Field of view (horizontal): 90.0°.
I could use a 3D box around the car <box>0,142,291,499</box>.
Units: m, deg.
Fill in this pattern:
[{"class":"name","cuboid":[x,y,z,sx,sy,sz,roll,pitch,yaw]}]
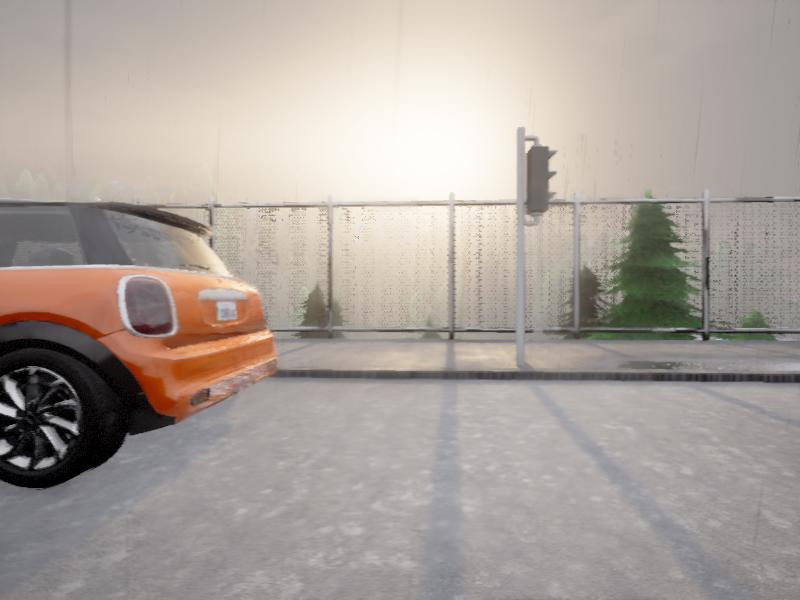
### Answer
[{"class":"car","cuboid":[-3.432,0.095,3.132,4.553,1.767,2.097,0,0,3]}]
